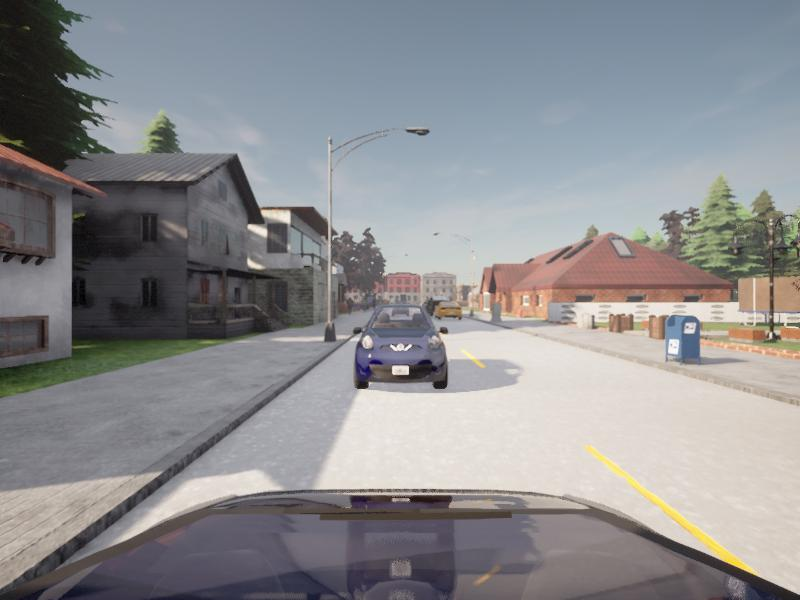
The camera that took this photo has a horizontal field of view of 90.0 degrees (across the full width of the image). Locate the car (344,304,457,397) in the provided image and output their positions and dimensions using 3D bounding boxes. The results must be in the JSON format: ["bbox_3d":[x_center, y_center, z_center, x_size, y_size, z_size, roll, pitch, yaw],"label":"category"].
[{"bbox_3d":[0.015,0.839,8.380,1.845,1.501,3.633,0,0,0],"label":"car"}]

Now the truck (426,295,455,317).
[{"bbox_3d":[4.070,0.596,41.487,2.390,2.098,6.274,0,0,0],"label":"truck"}]

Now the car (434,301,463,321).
[{"bbox_3d":[4.061,0.867,34.021,1.882,1.535,5.008,0,0,0],"label":"car"}]

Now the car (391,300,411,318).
[{"bbox_3d":[0.067,0.838,39.059,1.851,1.617,3.988,0,0,0],"label":"car"}]

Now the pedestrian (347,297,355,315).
[{"bbox_3d":[-5.146,0.587,41.674,0.751,1.860,0.751,0,0,-1],"label":"pedestrian"}]

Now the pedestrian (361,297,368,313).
[{"bbox_3d":[-4.385,0.596,49.054,0.751,1.860,0.751,0,0,4],"label":"pedestrian"}]

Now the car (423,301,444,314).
[{"bbox_3d":[4.075,0.899,49.223,2.128,1.511,4.902,0,0,0],"label":"car"}]
